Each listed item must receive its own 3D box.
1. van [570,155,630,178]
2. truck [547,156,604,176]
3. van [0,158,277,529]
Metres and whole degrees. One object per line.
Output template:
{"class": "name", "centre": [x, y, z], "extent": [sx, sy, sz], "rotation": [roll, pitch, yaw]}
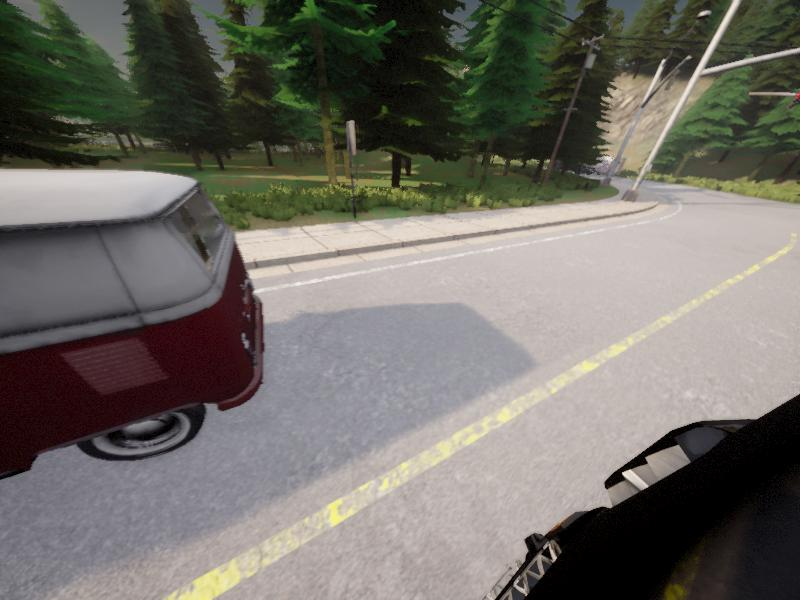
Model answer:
{"class": "van", "centre": [29.002, -19.769, 33.949], "extent": [2.351, 2.431, 6.366], "rotation": [-3, 34, -9]}
{"class": "truck", "centre": [25.513, -19.807, 34.023], "extent": [2.390, 2.098, 6.274], "rotation": [-6, 35, -14]}
{"class": "van", "centre": [-3.491, 0.347, 1.376], "extent": [4.442, 1.987, 1.775], "rotation": [-14, 37, -24]}
